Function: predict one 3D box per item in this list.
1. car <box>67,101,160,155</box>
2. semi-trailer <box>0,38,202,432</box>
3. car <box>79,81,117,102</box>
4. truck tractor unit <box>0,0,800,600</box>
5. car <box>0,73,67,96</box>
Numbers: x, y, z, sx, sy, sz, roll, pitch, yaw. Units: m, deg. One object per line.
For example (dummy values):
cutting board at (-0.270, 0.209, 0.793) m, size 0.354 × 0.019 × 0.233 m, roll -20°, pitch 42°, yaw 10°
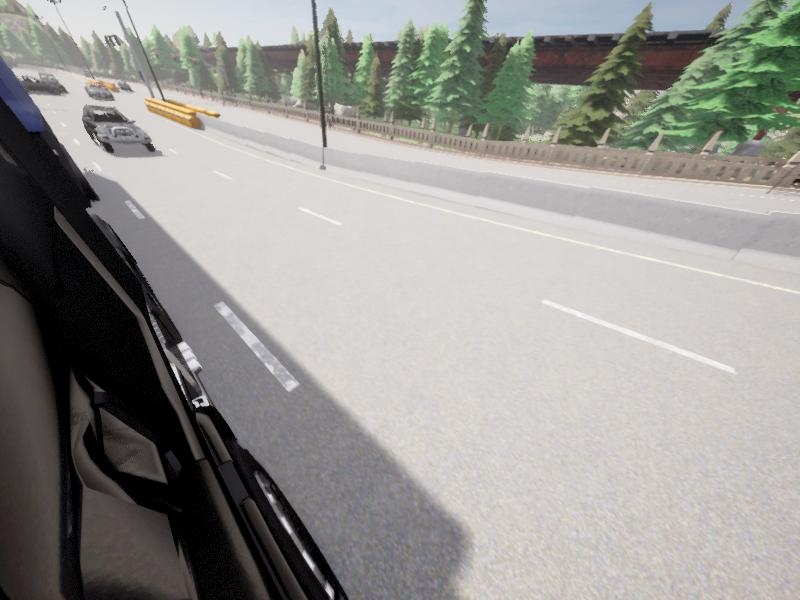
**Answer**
car at (-15.721, -9.461, 12.703) m, size 4.605 × 1.855 × 1.932 m, roll 30°, pitch 43°, yaw 26°
semi-trailer at (-8.688, -3.667, 4.154) m, size 14.254 × 4.402 × 2.717 m, roll 29°, pitch 44°, yaw 29°
car at (-41.125, -28.405, 31.455) m, size 5.027 × 1.651 × 2.152 m, roll 32°, pitch 45°, yaw 27°
truck tractor unit at (-2.645, -0.295, 0.351) m, size 6.516 × 4.208 × 3.053 m, roll 28°, pitch 44°, yaw 30°
car at (-45.862, -27.004, 28.988) m, size 1.851 × 1.617 × 3.988 m, roll 20°, pitch 41°, yaw 14°
